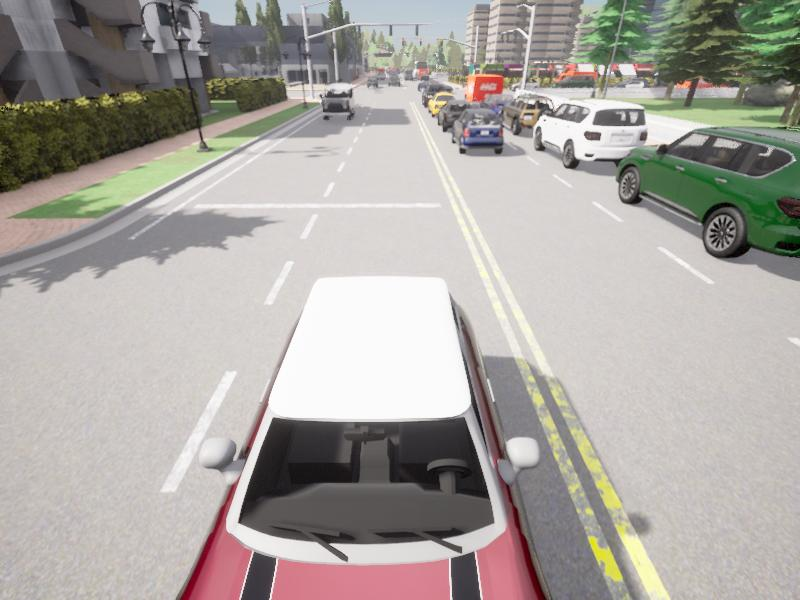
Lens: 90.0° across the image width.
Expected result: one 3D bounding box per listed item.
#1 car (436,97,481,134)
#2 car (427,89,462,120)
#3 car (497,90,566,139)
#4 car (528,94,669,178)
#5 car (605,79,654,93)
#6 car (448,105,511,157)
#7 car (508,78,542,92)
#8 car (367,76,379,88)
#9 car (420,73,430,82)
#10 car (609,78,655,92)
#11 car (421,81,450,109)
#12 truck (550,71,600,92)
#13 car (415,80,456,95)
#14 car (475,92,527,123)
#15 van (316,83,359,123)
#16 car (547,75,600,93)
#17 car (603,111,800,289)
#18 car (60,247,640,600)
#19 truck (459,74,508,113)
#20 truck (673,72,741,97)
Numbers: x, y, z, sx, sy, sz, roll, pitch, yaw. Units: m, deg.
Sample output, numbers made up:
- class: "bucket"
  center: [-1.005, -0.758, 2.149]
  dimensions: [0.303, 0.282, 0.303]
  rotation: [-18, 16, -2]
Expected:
- class: "car"
  center: [3.099, -10.263, 22.109]
  dimensions: [1.816, 1.474, 4.193]
  rotation: [0, 30, -1]
- class: "car"
  center: [3.027, -13.832, 28.111]
  dimensions: [1.801, 1.575, 5.366]
  rotation: [0, 30, -1]
- class: "car"
  center: [6.615, -9.741, 20.817]
  dimensions: [1.932, 1.855, 4.605]
  rotation: [0, 30, -1]
- class: "car"
  center: [6.690, -6.155, 14.515]
  dimensions: [2.150, 2.045, 5.566]
  rotation: [0, 30, -1]
- class: "car"
  center: [29.942, -27.977, 52.363]
  dimensions: [4.974, 1.542, 2.038]
  rotation: [-1, 30, -2]
- class: "car"
  center: [3.167, -7.108, 16.634]
  dimensions: [1.789, 1.549, 3.705]
  rotation: [0, 30, -1]
- class: "car"
  center: [17.149, -29.586, 55.039]
  dimensions: [3.988, 1.617, 1.851]
  rotation: [0, 30, 0]
- class: "car"
  center: [-4.424, -35.584, 65.340]
  dimensions: [1.789, 1.549, 3.705]
  rotation: [0, 30, -1]
- class: "car"
  center: [5.748, -51.488, 92.481]
  dimensions: [1.930, 1.638, 5.238]
  rotation: [0, 30, -1]
- class: "car"
  center: [32.041, -29.833, 55.422]
  dimensions: [4.856, 1.649, 2.033]
  rotation: [-1, 30, -2]
- class: "car"
  center: [2.954, -17.515, 34.118]
  dimensions: [1.932, 1.855, 4.605]
  rotation: [0, 30, -1]
- class: "truck"
  center: [23.937, -30.039, 54.970]
  dimensions: [5.204, 2.467, 2.627]
  rotation: [-1, 30, -2]
- class: "car"
  center: [4.508, -27.309, 51.273]
  dimensions: [4.792, 1.488, 2.163]
  rotation: [20, 36, 30]
- class: "car"
  center: [6.546, -12.865, 26.555]
  dimensions: [2.163, 1.488, 4.792]
  rotation: [0, 30, -1]
- class: "van"
  center: [-3.950, -12.940, 26.124]
  dimensions: [2.069, 2.038, 4.480]
  rotation: [0, 31, -1]
- class: "car"
  center: [22.495, -28.066, 52.004]
  dimensions: [5.566, 2.045, 2.150]
  rotation: [-1, 30, -2]
- class: "car"
  center: [6.772, -2.471, 8.210]
  dimensions: [2.150, 2.045, 5.566]
  rotation: [0, 30, -1]
- class: "car"
  center: [-0.169, 1.059, 2.751]
  dimensions: [1.970, 1.475, 3.806]
  rotation: [0, 30, 0]
- class: "truck"
  center: [6.479, -16.510, 31.812]
  dimensions: [2.627, 2.467, 5.204]
  rotation: [0, 30, 0]
- class: "truck"
  center: [35.386, -24.950, 46.248]
  dimensions: [5.204, 2.467, 2.627]
  rotation: [-1, 30, -2]
